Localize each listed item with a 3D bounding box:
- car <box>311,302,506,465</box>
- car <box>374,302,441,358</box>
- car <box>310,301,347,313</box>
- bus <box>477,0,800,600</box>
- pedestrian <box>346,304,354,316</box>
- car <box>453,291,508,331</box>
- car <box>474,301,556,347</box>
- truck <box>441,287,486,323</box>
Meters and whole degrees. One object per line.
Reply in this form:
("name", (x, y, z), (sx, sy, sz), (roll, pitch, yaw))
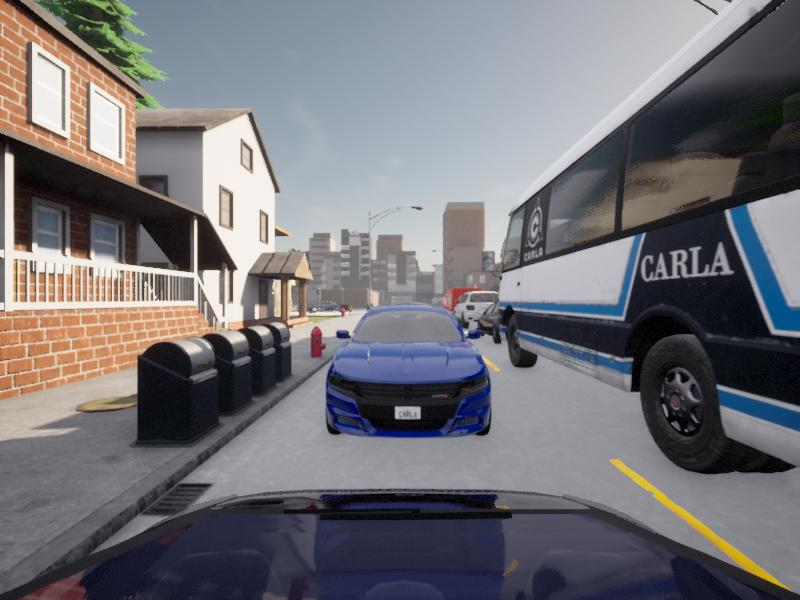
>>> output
("car", (0.133, 0.819, 6.371), (1.882, 1.535, 5.008), (0, 0, 1))
("car", (0.262, 0.837, 13.403), (1.837, 1.490, 4.892), (0, 0, 1))
("car", (-8.817, 0.829, 49.665), (4.193, 1.474, 1.816), (0, 0, 1))
("bus", (4.001, -0.537, 5.920), (3.944, 4.253, 10.273), (0, 0, 1))
("pedestrian", (-4.444, 0.886, 35.614), (0.500, 1.100, 0.500), (0, 0, 39))
("car", (4.470, 0.556, 23.124), (2.150, 2.045, 5.566), (0, 0, 1))
("car", (4.314, 0.820, 15.844), (2.007, 1.525, 4.514), (0, 0, 1))
("truck", (4.704, 0.341, 30.588), (2.627, 2.467, 5.204), (0, 0, 0))
